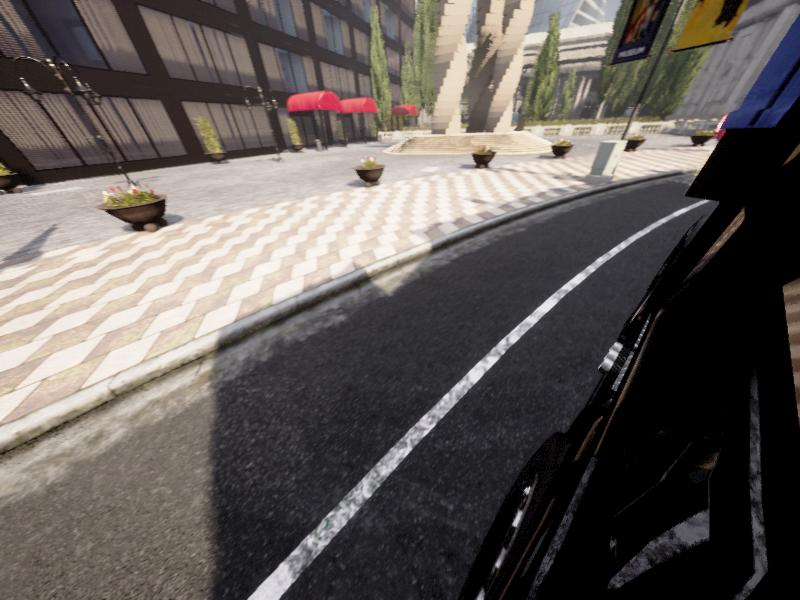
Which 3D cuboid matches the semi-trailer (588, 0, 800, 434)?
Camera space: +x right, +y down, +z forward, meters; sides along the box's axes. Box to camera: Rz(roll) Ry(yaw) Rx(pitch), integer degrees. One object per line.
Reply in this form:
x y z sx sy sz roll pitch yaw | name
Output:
9.359 -3.044 3.442 14.254 4.402 2.717 -20 40 -21 | semi-trailer

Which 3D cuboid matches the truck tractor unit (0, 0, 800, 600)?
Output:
2.645 -0.295 0.351 6.516 4.208 3.053 -28 44 -30 | truck tractor unit
